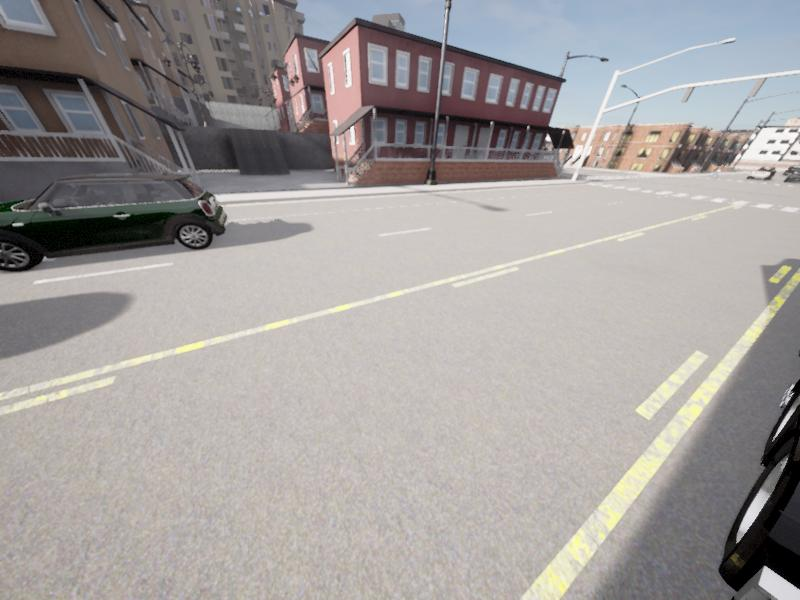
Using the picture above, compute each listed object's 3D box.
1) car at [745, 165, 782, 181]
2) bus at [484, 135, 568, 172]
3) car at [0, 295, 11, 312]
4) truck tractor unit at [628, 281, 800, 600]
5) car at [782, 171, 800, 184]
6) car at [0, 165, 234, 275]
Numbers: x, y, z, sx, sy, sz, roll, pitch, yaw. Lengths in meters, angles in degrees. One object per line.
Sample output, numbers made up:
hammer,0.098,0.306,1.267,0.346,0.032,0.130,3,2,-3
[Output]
car,55.722,-19.487,35.415,4.605,1.855,1.932,-15,38,-25
bus,18.795,-22.725,35.736,3.944,4.253,10.273,-15,38,-25
car,-8.176,0.495,1.882,4.674,1.442,1.812,-15,38,-25
truck tractor unit,5.066,-0.296,1.052,6.516,4.208,3.053,-15,23,-26
car,57.217,-17.467,32.955,4.181,1.385,1.994,-15,38,-25
car,-7.091,-2.174,5.620,4.553,1.767,2.097,-15,38,-25
